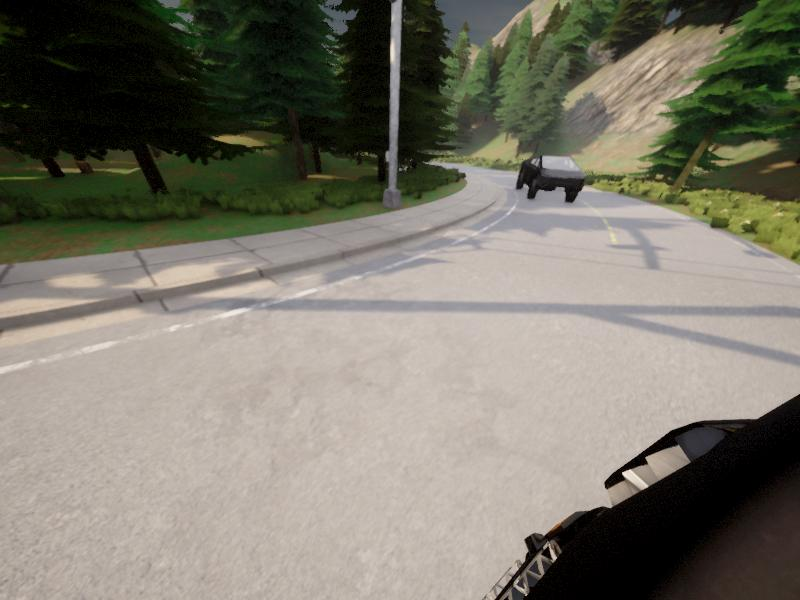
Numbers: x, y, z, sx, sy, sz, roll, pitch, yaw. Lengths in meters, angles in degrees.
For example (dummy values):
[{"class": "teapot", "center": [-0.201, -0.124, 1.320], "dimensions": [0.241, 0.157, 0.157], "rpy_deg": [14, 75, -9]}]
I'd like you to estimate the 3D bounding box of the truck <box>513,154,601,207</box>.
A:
[{"class": "truck", "center": [8.890, -7.504, 13.995], "dimensions": [2.390, 2.098, 6.274], "rpy_deg": [10, 34, 11]}]
